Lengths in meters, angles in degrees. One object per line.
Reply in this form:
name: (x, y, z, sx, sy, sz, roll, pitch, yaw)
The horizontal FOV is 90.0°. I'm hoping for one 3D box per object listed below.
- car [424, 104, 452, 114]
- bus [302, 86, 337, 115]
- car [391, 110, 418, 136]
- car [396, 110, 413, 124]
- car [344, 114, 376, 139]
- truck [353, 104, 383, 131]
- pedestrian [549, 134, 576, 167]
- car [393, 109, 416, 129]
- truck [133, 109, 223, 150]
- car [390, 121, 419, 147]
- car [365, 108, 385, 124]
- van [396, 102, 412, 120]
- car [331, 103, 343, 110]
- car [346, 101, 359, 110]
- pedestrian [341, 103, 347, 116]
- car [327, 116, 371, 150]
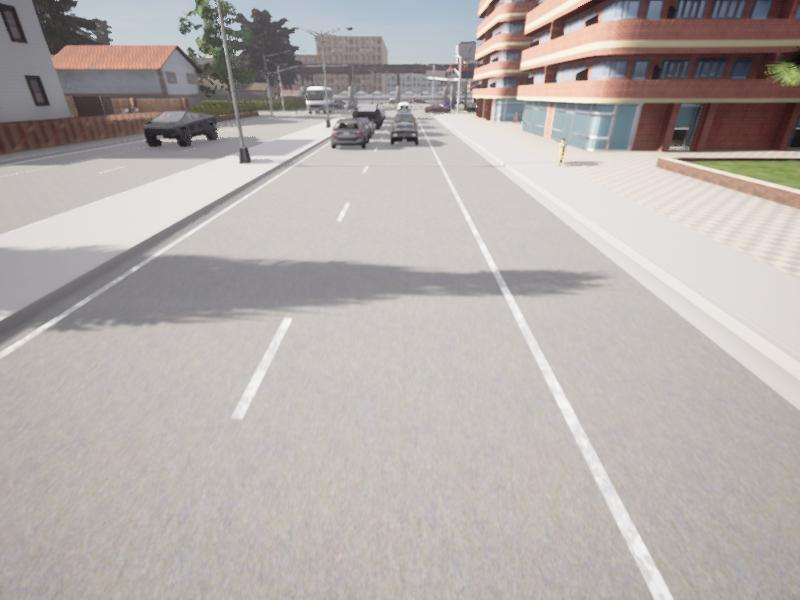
car: (6.593, -33.497, 70.136, 4.674, 1.442, 1.812, 0, 27, 0)
bus: (-14.073, -35.718, 71.473, 3.944, 4.253, 10.273, 0, 27, 1)
car: (0.376, -14.969, 33.763, 2.097, 1.767, 4.553, 0, 27, 1)
car: (0.539, -22.109, 48.189, 1.895, 1.301, 4.718, 0, 27, 1)
car: (-3.142, -14.022, 32.225, 2.038, 1.542, 4.974, 0, 27, 1)
truck: (-3.054, -18.277, 39.877, 2.390, 2.098, 6.274, 0, 27, 1)
pedestrian: (7.070, -6.540, 17.498, 0.751, 1.300, 0.751, 3, 27, 6)
car: (0.454, -18.555, 40.922, 2.152, 1.651, 5.027, 0, 27, 1)
truck: (-14.699, -11.703, 27.148, 2.390, 2.098, 6.274, 0, 27, 1)
car: (0.309, -11.592, 27.742, 1.895, 1.301, 4.718, 0, 27, 1)
car: (-2.963, -22.047, 47.825, 2.038, 1.542, 4.974, 0, 27, 1)
van: (0.569, -25.962, 54.864, 2.069, 2.038, 4.480, 0, 27, 1)
car: (-14.001, -43.080, 88.924, 1.994, 1.385, 4.181, 0, 27, 1)
car: (-10.500, -43.300, 88.901, 2.097, 1.767, 4.553, 0, 27, 1)
pedestrian: (-8.862, -30.137, 63.170, 0.751, 1.860, 0.751, 3, 27, 7)
car: (-3.210, -10.971, 26.141, 2.242, 1.667, 4.611, 0, 27, 0)
